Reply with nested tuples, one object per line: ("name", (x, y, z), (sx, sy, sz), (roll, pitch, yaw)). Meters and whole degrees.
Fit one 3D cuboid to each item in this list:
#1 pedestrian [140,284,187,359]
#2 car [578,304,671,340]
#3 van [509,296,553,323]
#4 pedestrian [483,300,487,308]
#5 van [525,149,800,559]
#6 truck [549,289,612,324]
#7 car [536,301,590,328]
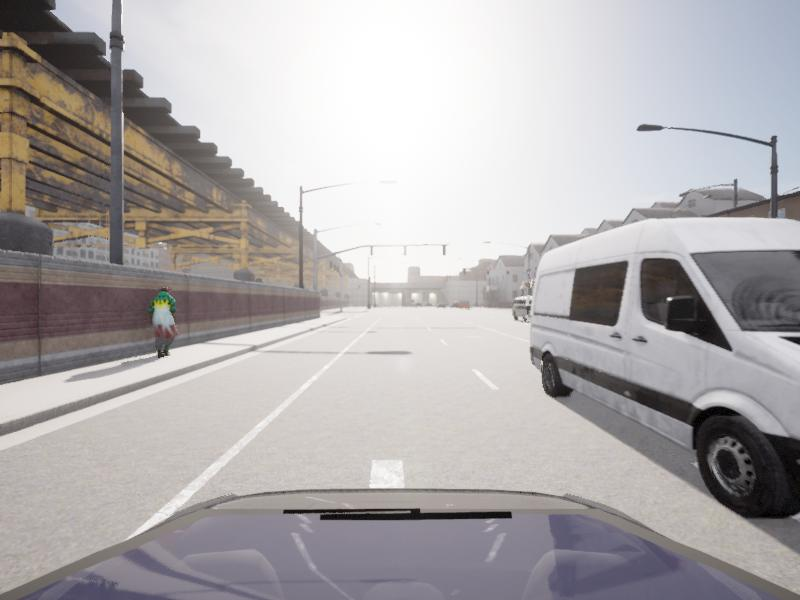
("pedestrian", (-6.087, 0.529, 10.348), (0.751, 1.860, 0.751), (0, 0, 3))
("car", (10.439, 0.949, 19.113), (1.812, 1.442, 4.674), (0, 0, 0))
("van", (10.414, 0.703, 32.116), (2.069, 2.038, 4.480), (0, 0, 0))
("pedestrian", (19.744, 0.858, 93.082), (0.751, 1.860, 0.751), (0, 0, -27))
("van", (3.484, 0.346, 5.010), (1.988, 2.561, 5.915), (0, 0, 0))
("truck", (13.794, 0.484, 31.070), (2.627, 2.467, 5.204), (0, 0, 1))
("car", (10.431, 0.895, 25.974), (1.851, 1.617, 3.988), (0, 0, 0))
